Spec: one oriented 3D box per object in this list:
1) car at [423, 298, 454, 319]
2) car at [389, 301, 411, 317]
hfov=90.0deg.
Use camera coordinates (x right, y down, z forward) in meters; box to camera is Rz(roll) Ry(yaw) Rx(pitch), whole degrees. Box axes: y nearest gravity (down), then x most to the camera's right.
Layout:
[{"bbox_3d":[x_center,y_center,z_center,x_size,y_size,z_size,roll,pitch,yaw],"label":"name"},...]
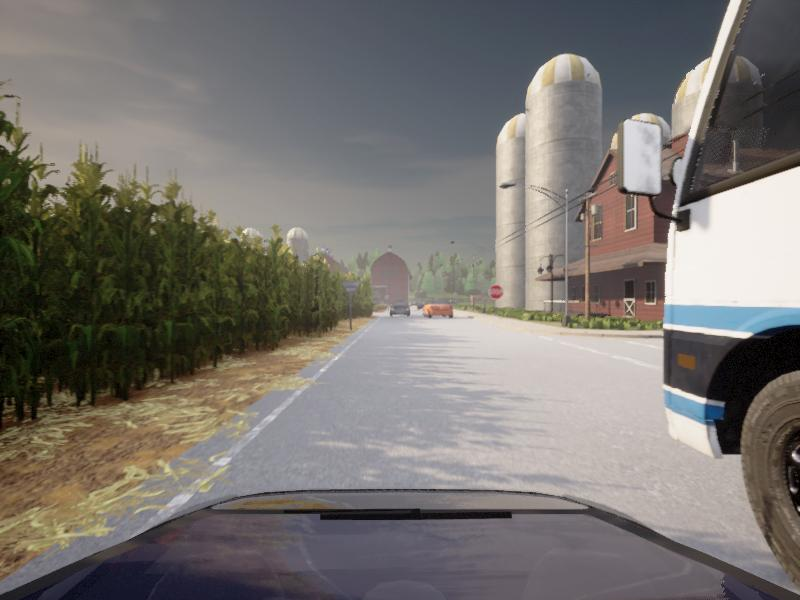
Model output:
[{"bbox_3d":[3.383,0.706,36.014,2.097,1.767,4.553,0,0,-4],"label":"car"},{"bbox_3d":[0.000,0.842,39.688,2.038,1.542,4.974,0,0,0],"label":"car"}]
